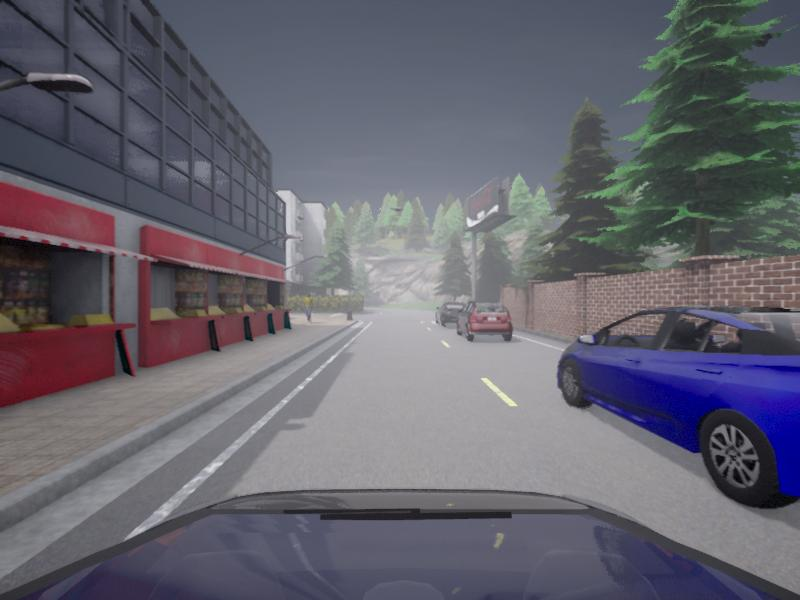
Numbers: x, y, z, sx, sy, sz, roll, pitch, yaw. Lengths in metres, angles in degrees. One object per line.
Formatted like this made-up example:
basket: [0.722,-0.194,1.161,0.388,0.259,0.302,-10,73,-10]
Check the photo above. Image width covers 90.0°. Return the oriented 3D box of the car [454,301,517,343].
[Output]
car: [3.366,0.800,16.484,1.789,1.549,3.705,0,0,-1]

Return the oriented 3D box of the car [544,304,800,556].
car: [3.464,0.823,4.533,2.007,1.525,4.514,0,0,0]

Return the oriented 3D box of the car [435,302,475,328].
car: [3.296,0.849,24.760,1.812,1.442,4.674,0,0,0]

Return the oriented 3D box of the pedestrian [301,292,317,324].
pedestrian: [-5.288,0.443,23.310,0.751,1.860,0.751,0,0,0]
